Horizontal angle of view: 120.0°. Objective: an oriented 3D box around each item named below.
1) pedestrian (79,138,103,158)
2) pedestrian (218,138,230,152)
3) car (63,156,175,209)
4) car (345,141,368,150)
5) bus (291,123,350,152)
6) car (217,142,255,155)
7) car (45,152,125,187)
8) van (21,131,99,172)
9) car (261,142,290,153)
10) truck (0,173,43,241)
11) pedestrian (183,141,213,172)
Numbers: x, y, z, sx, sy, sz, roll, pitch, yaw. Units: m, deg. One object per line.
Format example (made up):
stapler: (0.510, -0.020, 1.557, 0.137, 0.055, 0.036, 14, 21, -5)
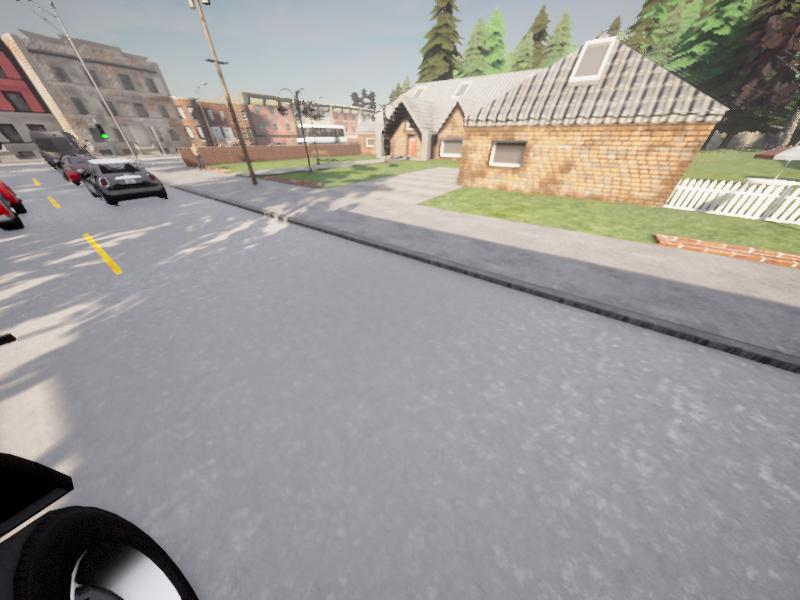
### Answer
pedestrian: (-36.420, -17.938, 27.252, 0.751, 1.860, 0.751, 18, 39, 23)
pedestrian: (-28.537, -25.045, 37.421, 0.751, 1.860, 0.751, 18, 39, 23)
car: (-11.877, -5.116, 9.802, 3.806, 1.475, 1.970, 22, 41, 28)
car: (-9.825, -35.090, 52.325, 1.801, 1.575, 5.366, 22, 41, 28)
bus: (-15.073, -31.789, 45.268, 3.944, 4.253, 10.273, 22, 41, 28)
car: (-24.736, -22.976, 34.957, 1.851, 1.617, 3.988, 22, 41, 28)
car: (-18.743, -7.872, 13.754, 4.181, 1.385, 1.994, 22, 41, 28)
van: (-27.875, -12.550, 19.306, 1.988, 2.561, 5.915, -28, 44, -33)
car: (-21.073, -25.921, 39.241, 1.845, 1.501, 3.633, 22, 41, 28)
truck: (-12.892, -3.121, 6.098, 5.204, 2.467, 2.627, 22, 40, 28)
pedestrian: (-14.465, -10.294, 16.567, 0.751, 1.860, 0.751, 18, 39, 23)
